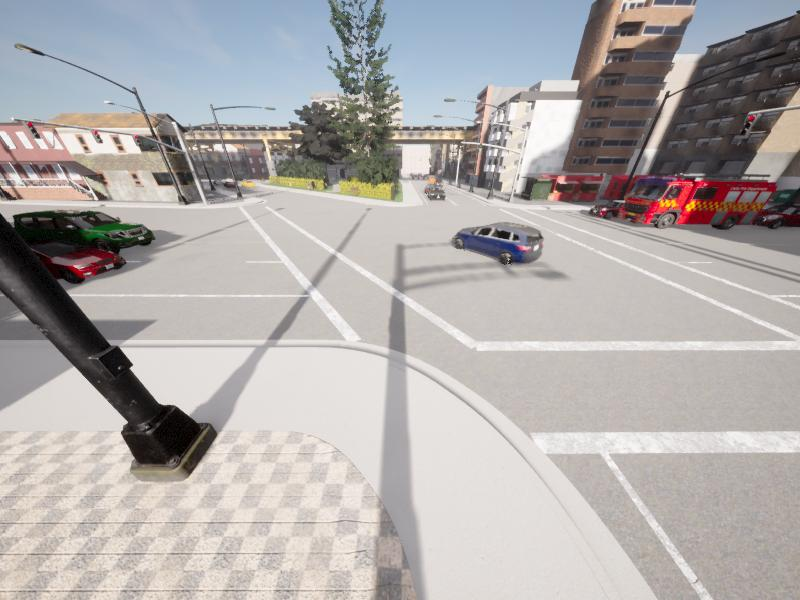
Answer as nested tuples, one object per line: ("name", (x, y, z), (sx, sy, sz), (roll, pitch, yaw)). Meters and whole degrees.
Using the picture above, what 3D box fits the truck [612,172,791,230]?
("truck", (23.136, -7.864, 18.354), (8.468, 3.827, 2.891), (0, 30, -1))

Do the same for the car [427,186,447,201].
("car", (5.324, -15.635, 33.769), (2.152, 1.651, 5.027), (0, 30, 1))

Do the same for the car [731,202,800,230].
("car", (31.272, -6.902, 18.910), (4.553, 1.767, 2.097), (1, 30, -1))

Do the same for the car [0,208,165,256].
("car", (-17.093, -3.729, 12.607), (5.566, 2.045, 2.150), (0, 30, 0))

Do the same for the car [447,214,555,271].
("car", (5.101, -3.309, 12.400), (2.242, 1.667, 4.611), (-19, 36, -31))

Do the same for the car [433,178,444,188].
("car", (8.956, -27.656, 54.341), (1.905, 1.878, 3.866), (0, 30, 0))

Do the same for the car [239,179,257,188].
("car", (-35.278, -26.981, 53.463), (5.366, 1.575, 1.801), (26, 39, 37))

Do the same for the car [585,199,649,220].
("car", (20.444, -8.612, 21.937), (3.806, 1.475, 1.970), (0, 30, 0))

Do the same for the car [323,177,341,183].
("car", (-20.989, -37.192, 71.390), (5.027, 1.651, 2.152), (0, 30, 0))

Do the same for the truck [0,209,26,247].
("truck", (-27.438, -4.591, 12.104), (8.468, 3.827, 2.891), (1, 30, -1))

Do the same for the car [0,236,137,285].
("car", (-14.448, -1.704, 9.698), (4.193, 1.474, 1.816), (0, 30, 0))

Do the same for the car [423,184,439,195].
("car", (5.372, -19.402, 40.436), (2.163, 1.488, 4.792), (0, 30, 0))

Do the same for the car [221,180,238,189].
("car", (-38.044, -25.840, 51.591), (3.806, 1.475, 1.970), (26, 39, 38))
